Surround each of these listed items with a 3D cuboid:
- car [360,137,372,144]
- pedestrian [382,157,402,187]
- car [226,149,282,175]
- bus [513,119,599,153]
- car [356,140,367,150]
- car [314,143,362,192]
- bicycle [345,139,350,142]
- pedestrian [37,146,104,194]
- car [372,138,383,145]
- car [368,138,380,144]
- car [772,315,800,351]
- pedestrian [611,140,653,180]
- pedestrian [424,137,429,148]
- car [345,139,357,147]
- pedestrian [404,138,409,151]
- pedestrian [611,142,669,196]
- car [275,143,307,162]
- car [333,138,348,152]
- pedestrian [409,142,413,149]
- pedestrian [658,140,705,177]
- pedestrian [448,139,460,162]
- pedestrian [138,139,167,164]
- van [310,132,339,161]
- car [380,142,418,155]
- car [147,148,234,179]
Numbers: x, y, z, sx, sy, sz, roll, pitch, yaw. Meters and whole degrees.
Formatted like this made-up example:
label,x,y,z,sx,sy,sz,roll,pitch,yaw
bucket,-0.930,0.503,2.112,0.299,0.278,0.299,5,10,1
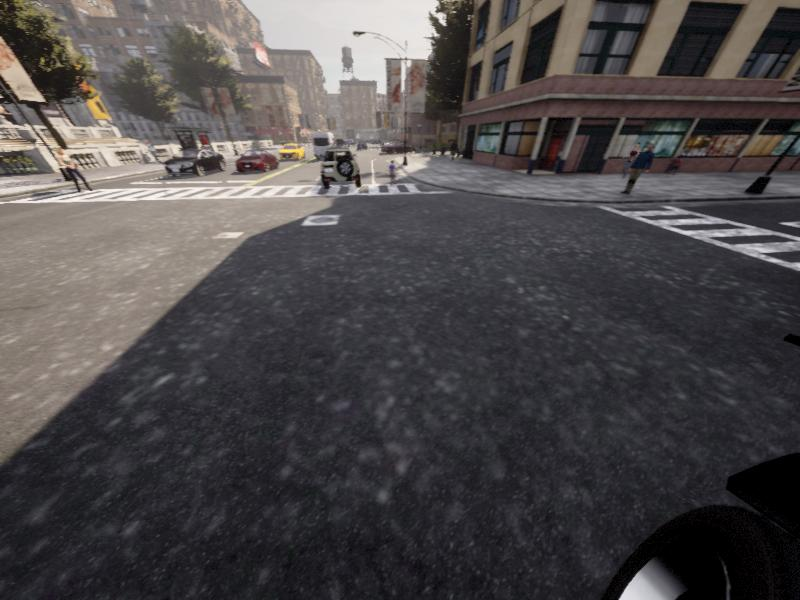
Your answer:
label,x,y,z,sx,sy,sz,roll,pitch,yaw
car,-12.005,-56.521,81.744,1.932,1.855,4.605,19,39,24
pedestrian,-0.389,-6.805,12.293,0.751,1.300,0.751,18,39,24
car,-10.986,-10.751,17.827,1.994,1.385,4.181,-3,36,-5
bus,24.534,-26.119,36.937,10.273,4.253,3.944,-4,36,-5
car,-7.487,-30.341,45.279,1.816,1.474,4.193,-3,36,-5
car,-3.253,-7.456,12.751,1.932,1.855,4.605,-6,36,-8
bicycle,-20.850,-63.161,91.581,1.643,1.024,0.373,-4,26,-5
pedestrian,-15.199,-6.038,10.737,0.751,1.860,0.751,5,36,7
car,-6.814,-48.110,70.147,1.851,1.617,3.988,10,37,14
car,-8.953,-55.350,80.461,2.007,1.525,4.514,19,39,24
car,7.643,0.324,2.154,4.792,1.488,2.163,-5,36,-7
pedestrian,13.188,-7.991,13.210,0.751,1.860,0.751,1,35,1
pedestrian,5.400,-31.877,46.797,0.751,1.860,0.751,-3,36,-4
car,-12.371,-39.712,58.329,2.152,1.651,5.027,-1,35,-2
pedestrian,1.141,-26.976,40.171,0.751,1.860,0.751,-5,36,-6
pedestrian,9.907,-5.427,9.607,0.751,1.860,0.751,-16,38,-21
car,-12.171,-16.766,26.140,1.882,1.535,5.008,-4,35,-6
car,-10.390,-27.126,40.400,1.905,1.878,3.866,-3,36,-5
pedestrian,2.151,-29.355,43.908,0.500,1.100,0.500,-20,40,-26
pedestrian,16.842,-8.475,13.890,0.751,1.860,0.751,-3,36,-4
pedestrian,5.116,-14.227,21.981,0.751,1.860,0.751,-3,35,-4
pedestrian,-22.319,-13.427,20.866,0.751,1.860,0.751,-1,35,-2
van,-8.719,-18.189,27.274,1.988,2.561,5.915,-3,35,-5
car,-0.142,-22.932,34.929,5.357,1.411,2.033,-18,39,-23
car,-14.308,-9.741,16.287,2.128,1.511,4.902,-4,36,-5
